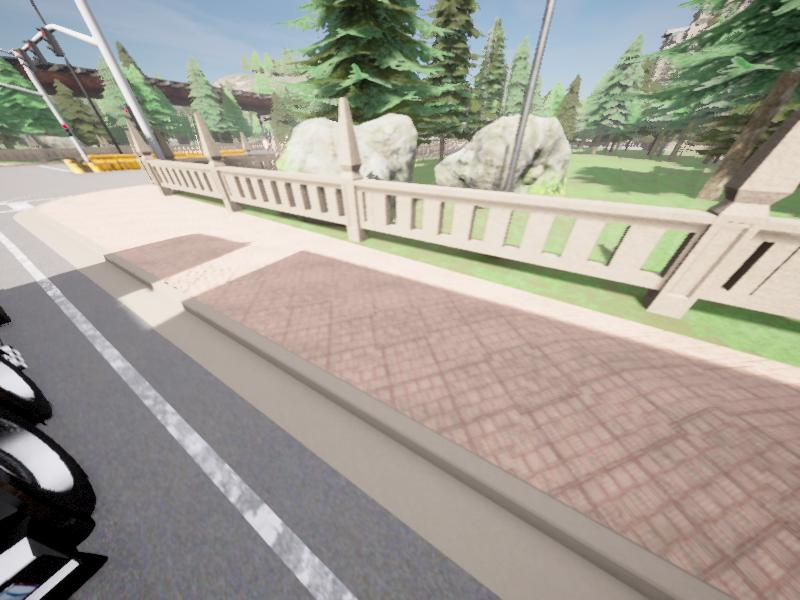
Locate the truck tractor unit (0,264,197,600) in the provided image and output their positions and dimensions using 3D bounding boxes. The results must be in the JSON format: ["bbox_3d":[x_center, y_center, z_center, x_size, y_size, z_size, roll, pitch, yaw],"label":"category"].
[{"bbox_3d":[-5.113,-0.297,0.784,6.516,4.208,3.053,18,39,24],"label":"truck tractor unit"}]
